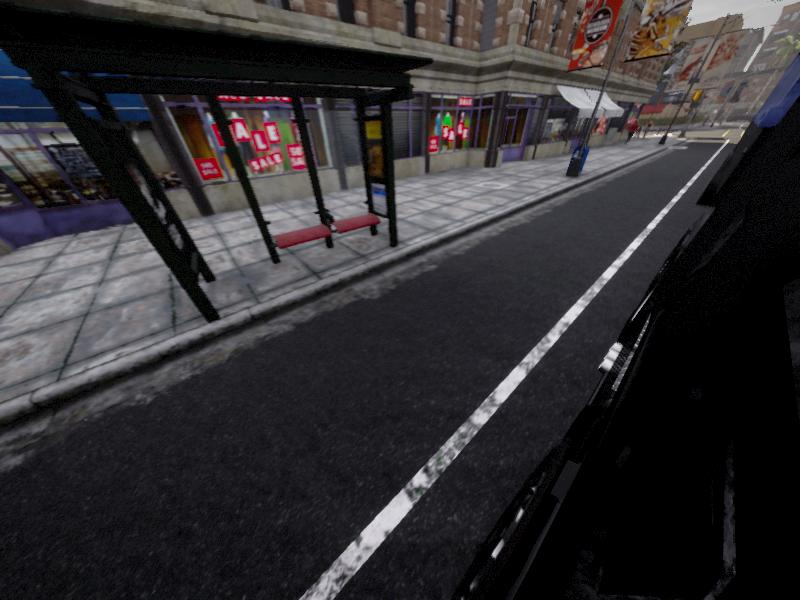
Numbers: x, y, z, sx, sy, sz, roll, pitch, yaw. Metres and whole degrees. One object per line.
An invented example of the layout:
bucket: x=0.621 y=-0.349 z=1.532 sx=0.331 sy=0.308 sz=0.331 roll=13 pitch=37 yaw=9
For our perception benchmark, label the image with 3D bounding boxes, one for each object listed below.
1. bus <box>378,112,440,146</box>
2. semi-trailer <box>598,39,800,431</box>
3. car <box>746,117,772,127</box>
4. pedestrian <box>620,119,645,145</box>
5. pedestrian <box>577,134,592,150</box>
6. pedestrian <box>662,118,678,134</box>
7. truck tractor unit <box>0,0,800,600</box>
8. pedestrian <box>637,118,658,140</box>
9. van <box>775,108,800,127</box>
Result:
bus: x=1.777 y=-29.573 z=39.846 sx=10.273 sy=4.253 sz=3.944 roll=-28 pitch=43 yaw=-30
semi-trailer: x=8.700 y=-3.588 z=4.248 sx=14.254 sy=4.402 sz=2.717 roll=-28 pitch=43 yaw=-30
car: x=66.489 y=-33.000 z=42.813 sx=5.357 sy=1.411 sz=2.033 roll=-28 pitch=43 yaw=-30
pedestrian: x=21.254 y=-15.351 z=21.170 sx=0.751 sy=1.860 sz=0.751 roll=-24 pitch=42 yaw=-26
pedestrian: x=15.321 y=-13.111 z=19.160 sx=0.500 sy=1.100 sz=0.500 roll=-26 pitch=42 yaw=-28
pedestrian: x=40.837 y=-26.262 z=34.905 sx=0.751 sy=1.860 sz=0.751 roll=-25 pitch=42 yaw=-27
truck tractor unit: x=2.645 y=-0.295 z=0.351 sx=6.516 sy=4.208 sz=3.053 roll=-28 pitch=44 yaw=-30
pedestrian: x=26.771 y=-18.424 z=24.966 sx=0.751 sy=1.860 sz=0.751 roll=-28 pitch=44 yaw=-30
van: x=69.070 y=-32.073 z=40.533 sx=6.366 sy=2.431 sz=2.351 roll=-28 pitch=43 yaw=-30
